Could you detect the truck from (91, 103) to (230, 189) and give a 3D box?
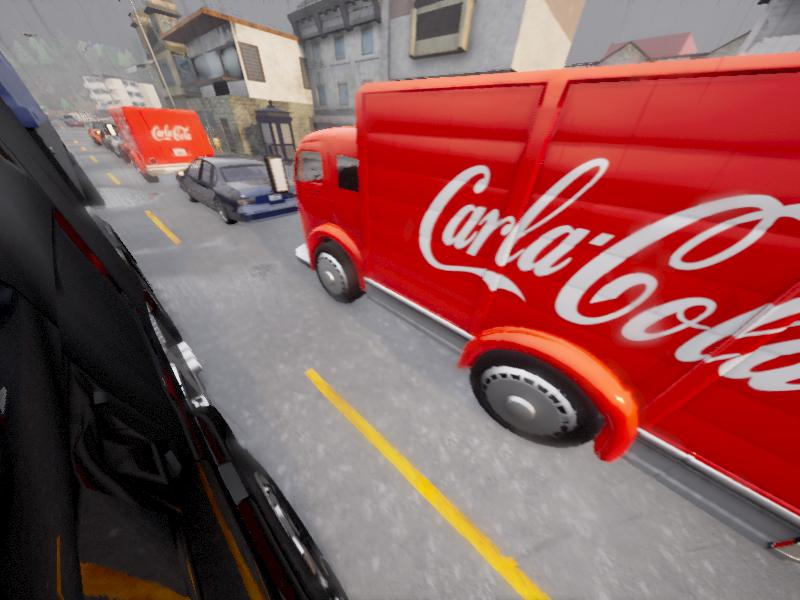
[{"bbox_3d":[-10.425,-6.823,10.142,5.204,2.467,2.627,28,43,30],"label":"truck"}]

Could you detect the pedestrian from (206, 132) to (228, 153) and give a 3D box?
[{"bbox_3d":[-14.203,-12.188,17.912,0.751,1.300,0.751,28,44,30],"label":"pedestrian"}]

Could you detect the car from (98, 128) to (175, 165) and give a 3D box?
[{"bbox_3d":[-16.336,-9.576,14.281,4.974,1.542,2.038,28,43,30],"label":"car"}]

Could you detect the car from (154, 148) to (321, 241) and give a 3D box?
[{"bbox_3d":[-4.916,-3.451,6.847,5.357,1.411,2.033,28,43,30],"label":"car"}]

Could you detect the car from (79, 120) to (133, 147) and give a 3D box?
[{"bbox_3d":[-26.523,-15.095,20.868,4.553,1.767,2.097,28,43,30],"label":"car"}]

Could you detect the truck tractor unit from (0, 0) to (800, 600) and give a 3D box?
[{"bbox_3d":[-2.645,-0.295,0.351,6.516,4.208,3.053,28,44,30],"label":"truck tractor unit"}]

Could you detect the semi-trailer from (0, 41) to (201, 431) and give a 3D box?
[{"bbox_3d":[-8.690,-3.593,4.260,14.254,4.402,2.717,28,44,30],"label":"semi-trailer"}]

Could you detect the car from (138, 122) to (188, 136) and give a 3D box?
[{"bbox_3d":[-36.038,-26.016,35.238,2.128,1.511,4.902,31,45,33],"label":"car"}]

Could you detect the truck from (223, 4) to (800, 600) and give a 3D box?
[{"bbox_3d":[0.869,-0.819,2.751,5.204,2.467,2.627,28,43,30],"label":"truck"}]

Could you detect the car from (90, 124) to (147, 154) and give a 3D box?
[{"bbox_3d":[-21.494,-12.349,17.635,3.988,1.617,1.851,28,43,30],"label":"car"}]
